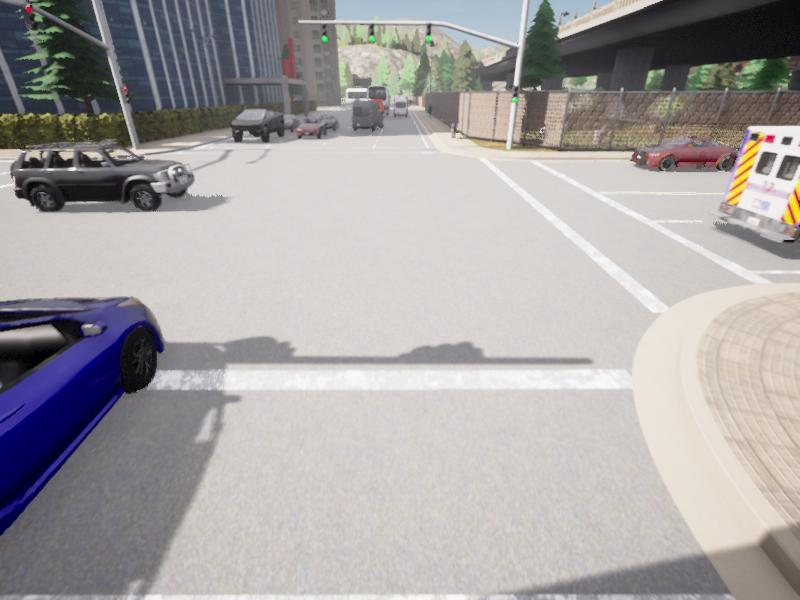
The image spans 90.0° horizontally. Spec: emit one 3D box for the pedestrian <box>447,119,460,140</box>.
[{"bbox_3d":[3.797,-12.018,28.211,0.751,1.300,0.751,7,28,13],"label":"pedestrian"}]

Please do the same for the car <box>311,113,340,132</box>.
[{"bbox_3d":[-6.940,-16.779,37.816,1.994,1.385,4.181,0,27,-1],"label":"car"}]

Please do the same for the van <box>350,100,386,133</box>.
[{"bbox_3d":[-2.878,-17.298,37.537,1.988,2.561,5.915,4,27,8],"label":"van"}]

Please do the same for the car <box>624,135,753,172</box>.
[{"bbox_3d":[13.041,-6.751,18.370,4.181,1.385,1.994,0,27,0],"label":"car"}]

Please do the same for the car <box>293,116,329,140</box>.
[{"bbox_3d":[-6.941,-13.629,31.565,1.816,1.474,4.193,0,27,0],"label":"car"}]

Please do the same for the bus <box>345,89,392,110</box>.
[{"bbox_3d":[-6.945,-45.229,90.174,10.273,4.253,3.944,0,27,0],"label":"bus"}]

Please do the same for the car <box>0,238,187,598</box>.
[{"bbox_3d":[-3.763,0.990,3.044,2.007,1.525,4.514,-2,27,-3],"label":"car"}]

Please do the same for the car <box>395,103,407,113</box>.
[{"bbox_3d":[0.128,-35.971,75.019,2.128,1.511,4.902,0,27,0],"label":"car"}]

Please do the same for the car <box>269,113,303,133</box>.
[{"bbox_3d":[-10.432,-16.385,36.973,1.812,1.442,4.674,0,27,0],"label":"car"}]

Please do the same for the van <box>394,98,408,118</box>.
[{"bbox_3d":[0.107,-29.030,60.380,1.988,2.561,5.915,0,27,0],"label":"van"}]

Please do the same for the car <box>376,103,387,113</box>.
[{"bbox_3d":[-3.372,-35.811,74.638,1.801,1.575,5.366,0,27,0],"label":"car"}]

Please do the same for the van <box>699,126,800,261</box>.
[{"bbox_3d":[10.933,-2.422,8.786,6.366,2.431,2.351,0,27,0],"label":"van"}]

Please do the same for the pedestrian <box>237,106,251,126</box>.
[{"bbox_3d":[-15.984,-18.865,40.972,0.751,1.860,0.751,4,27,7],"label":"pedestrian"}]

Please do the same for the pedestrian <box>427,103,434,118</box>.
[{"bbox_3d":[4.111,-25.710,54.261,0.751,1.860,0.751,5,28,11],"label":"pedestrian"}]

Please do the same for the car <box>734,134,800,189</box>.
[{"bbox_3d":[16.164,-5.301,15.207,4.611,1.667,2.242,0,27,0],"label":"car"}]

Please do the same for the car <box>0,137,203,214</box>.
[{"bbox_3d":[-8.843,-3.778,12.011,4.605,1.855,1.932,0,27,0],"label":"car"}]

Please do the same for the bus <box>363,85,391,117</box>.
[{"bbox_3d":[-3.511,-32.097,64.482,3.944,4.253,10.273,0,27,0],"label":"bus"}]

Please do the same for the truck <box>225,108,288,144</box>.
[{"bbox_3d":[-10.445,-13.085,29.831,2.390,2.098,6.274,0,27,0],"label":"truck"}]

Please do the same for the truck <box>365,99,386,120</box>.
[{"bbox_3d":[-3.402,-26.910,56.351,2.627,2.467,5.204,0,28,0],"label":"truck"}]
